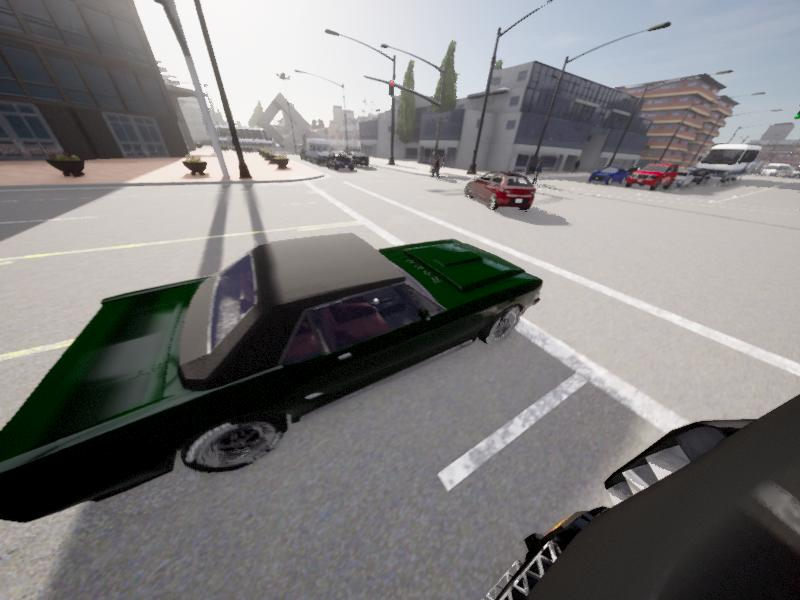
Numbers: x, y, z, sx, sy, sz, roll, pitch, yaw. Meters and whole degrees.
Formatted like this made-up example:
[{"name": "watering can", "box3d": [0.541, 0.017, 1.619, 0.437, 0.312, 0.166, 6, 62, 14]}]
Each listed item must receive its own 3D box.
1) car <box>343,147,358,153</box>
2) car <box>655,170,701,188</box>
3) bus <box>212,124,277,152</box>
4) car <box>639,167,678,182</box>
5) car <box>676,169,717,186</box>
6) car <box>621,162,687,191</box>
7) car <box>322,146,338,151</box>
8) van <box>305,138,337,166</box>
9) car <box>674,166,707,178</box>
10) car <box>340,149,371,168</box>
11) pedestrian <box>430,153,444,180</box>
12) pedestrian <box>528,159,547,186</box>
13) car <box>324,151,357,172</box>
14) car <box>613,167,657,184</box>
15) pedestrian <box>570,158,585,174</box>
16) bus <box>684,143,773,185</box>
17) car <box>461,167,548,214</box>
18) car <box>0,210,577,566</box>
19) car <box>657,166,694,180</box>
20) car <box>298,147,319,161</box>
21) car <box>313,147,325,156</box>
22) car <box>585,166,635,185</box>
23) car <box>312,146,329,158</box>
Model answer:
[{"name": "car", "box3d": [-17.495, -53.118, 81.615, 4.674, 1.442, 1.812, 2, 33, -1]}, {"name": "car", "box3d": [30.201, -13.204, 25.109, 4.674, 1.442, 1.812, -16, 38, -26]}, {"name": "bus", "box3d": [-33.195, -34.905, 49.990, 10.273, 4.253, 3.944, 0, 33, -5]}, {"name": "car", "box3d": [34.053, -16.556, 30.417, 4.181, 1.385, 1.994, -16, 38, -25]}, {"name": "car", "box3d": [35.875, -14.891, 27.953, 4.193, 1.474, 1.816, -16, 38, -26]}, {"name": "car", "box3d": [23.908, -11.652, 21.730, 5.566, 2.045, 2.150, -16, 38, -26]}, {"name": "car", "box3d": [-26.035, -56.402, 85.868, 5.357, 1.411, 2.033, 11, 34, 12]}, {"name": "van", "box3d": [-9.631, -17.883, 27.830, 1.988, 2.561, 5.915, -15, 38, -26]}, {"name": "car", "box3d": [45.380, -20.047, 36.052, 4.674, 1.442, 1.812, -17, 38, -25]}, {"name": "car", "box3d": [-5.398, -17.099, 27.835, 1.930, 1.638, 5.238, -15, 38, -26]}, {"name": "pedestrian", "box3d": [3.095, -11.192, 19.396, 0.751, 1.860, 0.751, -6, 34, -14]}, {"name": "pedestrian", "box3d": [11.579, -10.749, 19.476, 0.751, 1.860, 0.751, 18, 36, 21]}, {"name": "car", "box3d": [-5.949, -13.715, 22.800, 1.816, 1.474, 4.193, -15, 38, -26]}, {"name": "car", "box3d": [27.716, -14.748, 27.210, 4.892, 1.490, 1.837, -16, 38, -26]}, {"name": "pedestrian", "box3d": [25.140, -19.013, 32.778, 0.751, 1.860, 0.751, -15, 37, -25]}, {"name": "bus", "box3d": [44.441, -18.550, 31.302, 10.273, 4.253, 3.944, -17, 39, -25]}, {"name": "car", "box3d": [4.716, -5.460, 11.257, 1.816, 1.474, 4.193, -2, 34, -8]}, {"name": "car", "box3d": [-0.435, 0.002, 2.734, 4.718, 1.301, 1.895, -16, 38, -26]}, {"name": "car", "box3d": [39.540, -18.288, 33.119, 5.008, 1.535, 1.882, -17, 38, -25]}, {"name": "car", "box3d": [-13.039, -20.778, 32.837, 1.845, 1.501, 3.633, -16, 38, -27]}, {"name": "car", "box3d": [-16.393, -30.248, 46.964, 1.816, 1.474, 4.193, -5, 34, -12]}, {"name": "car", "box3d": [22.115, -13.172, 24.346, 5.008, 1.535, 1.882, -16, 38, -26]}, {"name": "car", "box3d": [-14.208, -26.482, 41.291, 1.930, 1.638, 5.238, -12, 36, -22]}]
